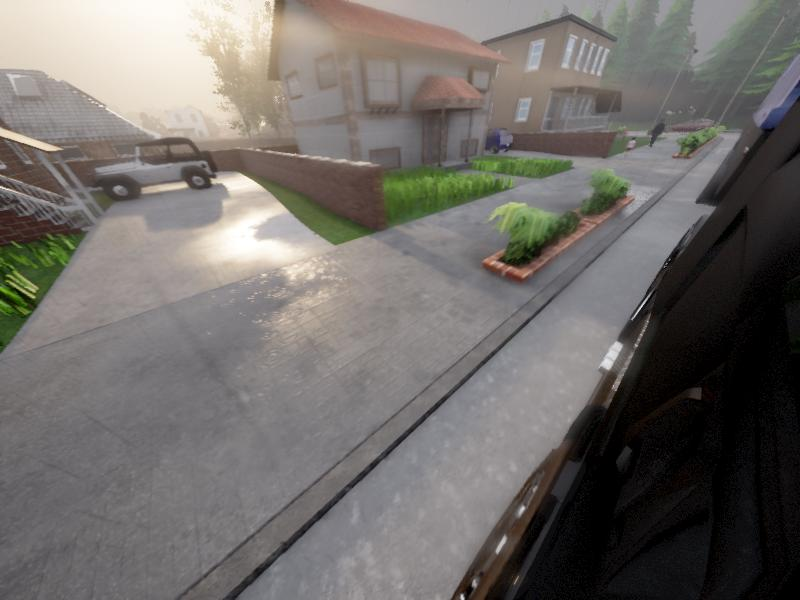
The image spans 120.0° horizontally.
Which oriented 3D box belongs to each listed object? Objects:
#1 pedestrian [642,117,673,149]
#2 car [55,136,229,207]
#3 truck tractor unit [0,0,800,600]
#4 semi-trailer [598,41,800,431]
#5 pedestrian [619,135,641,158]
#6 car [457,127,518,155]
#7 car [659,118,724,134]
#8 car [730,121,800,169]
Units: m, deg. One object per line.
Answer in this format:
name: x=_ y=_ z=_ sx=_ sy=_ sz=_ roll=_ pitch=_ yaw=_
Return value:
pedestrian: x=19.254 y=-12.488 z=17.289 sx=0.751 sy=1.860 sz=0.751 roll=-28 pitch=44 yaw=-30
car: x=-9.573 y=-5.229 z=9.136 sx=3.866 sy=1.878 sz=1.905 roll=-28 pitch=44 yaw=-30
truck tractor unit: x=2.645 y=-0.295 z=0.351 sx=6.516 sy=4.208 sz=3.053 roll=-28 pitch=44 yaw=-30
semi-trailer: x=8.681 y=-3.623 z=4.236 sx=14.254 sy=4.402 sz=2.717 roll=-28 pitch=44 yaw=-30
pedestrian: x=14.060 y=-9.392 z=14.133 sx=0.500 sy=1.100 sz=0.500 roll=-29 pitch=44 yaw=-30
car: x=6.379 y=-11.876 z=17.227 sx=1.845 sy=1.501 sz=3.633 roll=-28 pitch=44 yaw=-30
car: x=37.967 y=-22.746 z=30.282 sx=2.163 sy=1.488 sz=4.792 roll=-21 pitch=40 yaw=-23
car: x=18.979 y=-7.986 z=11.695 sx=5.238 sy=1.638 sz=1.930 roll=-28 pitch=43 yaw=-30
